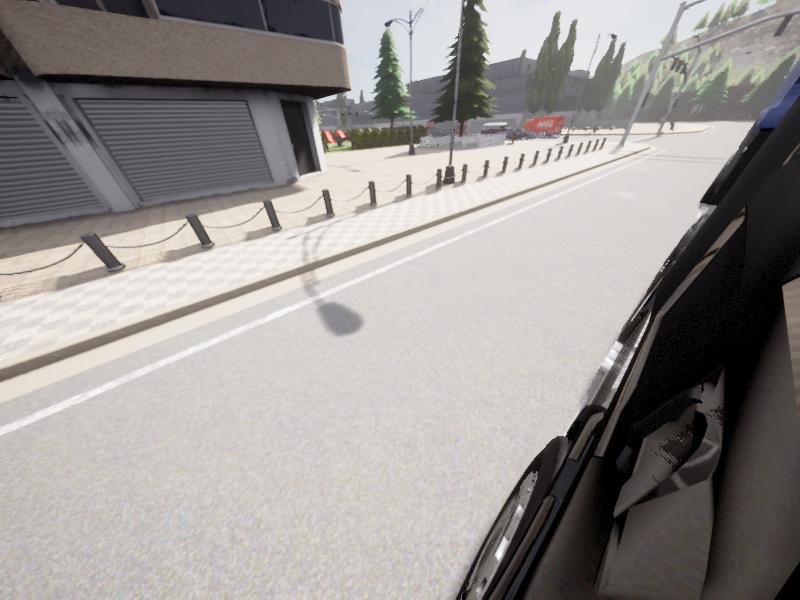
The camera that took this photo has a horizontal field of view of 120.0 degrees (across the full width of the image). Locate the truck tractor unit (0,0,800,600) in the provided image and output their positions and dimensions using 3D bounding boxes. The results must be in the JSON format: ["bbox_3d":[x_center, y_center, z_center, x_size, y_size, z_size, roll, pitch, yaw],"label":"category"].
[{"bbox_3d":[2.645,-0.295,0.351,6.516,4.208,3.053,-28,44,-30],"label":"truck tractor unit"}]

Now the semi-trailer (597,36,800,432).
[{"bbox_3d":[8.724,-3.598,4.186,14.254,4.402,2.717,-28,44,-29],"label":"semi-trailer"}]

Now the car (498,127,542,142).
[{"bbox_3d":[15.684,-21.856,30.465,1.812,1.442,4.674,-28,44,-29],"label":"car"}]

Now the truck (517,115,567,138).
[{"bbox_3d":[20.663,-25.389,33.977,2.627,2.467,5.204,-28,44,-29],"label":"truck"}]

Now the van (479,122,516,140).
[{"bbox_3d":[14.852,-25.958,35.480,2.069,2.038,4.480,-28,43,-29],"label":"van"}]

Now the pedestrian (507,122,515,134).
[{"bbox_3d":[21.234,-32.990,44.256,0.751,1.860,0.751,-22,41,-24],"label":"pedestrian"}]

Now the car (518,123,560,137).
[{"bbox_3d":[22.197,-27.282,37.132,1.801,1.575,5.366,-28,44,-29],"label":"car"}]

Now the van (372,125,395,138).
[{"bbox_3d":[-4.315,-42.763,58.758,2.351,2.431,6.366,-28,44,-29],"label":"van"}]

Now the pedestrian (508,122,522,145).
[{"bbox_3d":[11.823,-17.139,23.806,0.751,1.860,0.751,21,43,28],"label":"pedestrian"}]
